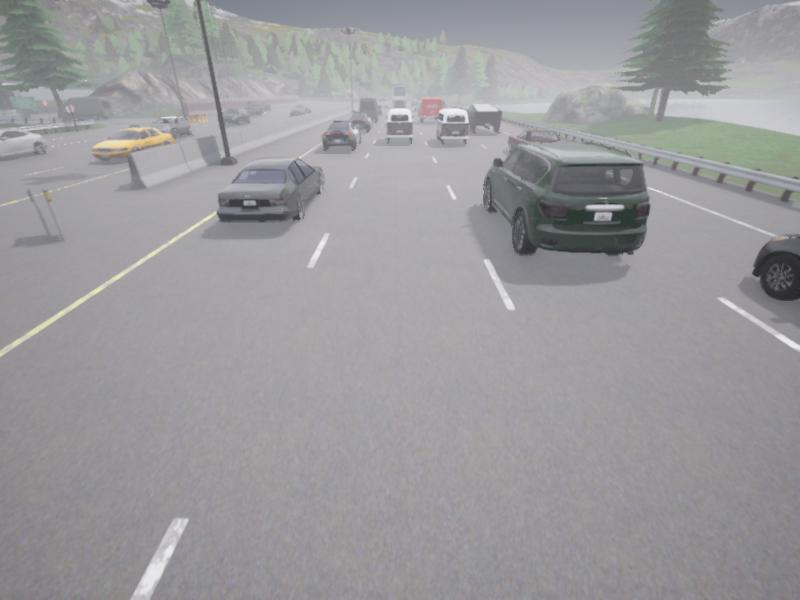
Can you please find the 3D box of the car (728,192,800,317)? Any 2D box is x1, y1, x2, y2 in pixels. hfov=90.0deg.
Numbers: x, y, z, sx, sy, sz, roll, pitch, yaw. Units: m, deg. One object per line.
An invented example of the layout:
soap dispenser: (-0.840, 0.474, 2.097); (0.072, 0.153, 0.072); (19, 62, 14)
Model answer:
car: (6.994, -0.067, 4.952); (2.007, 1.525, 4.514); (0, 27, 0)

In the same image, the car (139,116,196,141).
car: (-17.524, -13.108, 30.417); (1.970, 1.475, 3.806); (0, 27, 0)

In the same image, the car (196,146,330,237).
car: (-3.509, -3.375, 11.590); (2.033, 1.411, 5.357); (0, 27, 0)

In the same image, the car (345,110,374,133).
car: (-3.530, -15.939, 35.648); (2.038, 1.542, 4.974); (0, 27, 0)

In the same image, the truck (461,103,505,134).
truck: (6.971, -15.654, 34.358); (2.390, 2.098, 6.274); (0, 27, 0)

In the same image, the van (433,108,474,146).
van: (3.476, -11.697, 26.840); (2.069, 2.038, 4.480); (0, 27, 0)

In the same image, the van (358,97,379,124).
van: (-3.508, -21.776, 45.800); (1.988, 2.561, 5.915); (0, 28, 0)

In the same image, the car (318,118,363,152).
car: (-3.522, -10.274, 24.727); (2.038, 1.542, 4.974); (0, 27, 0)

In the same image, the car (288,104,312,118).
car: (-14.040, -26.732, 56.483); (2.152, 1.651, 5.027); (0, 27, 0)

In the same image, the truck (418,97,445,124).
truck: (3.460, -21.530, 45.332); (2.627, 2.467, 5.204); (0, 28, 0)

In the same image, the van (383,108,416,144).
van: (-0.017, -12.098, 27.648); (2.069, 2.038, 4.480); (0, 27, 0)

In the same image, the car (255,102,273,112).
car: (-24.558, -34.886, 72.357); (1.789, 1.549, 3.705); (0, 27, 0)

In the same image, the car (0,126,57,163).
car: (-21.023, -8.207, 21.053); (1.812, 1.442, 4.674); (0, 28, 0)

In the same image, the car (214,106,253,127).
car: (-17.534, -19.481, 42.349); (2.097, 1.767, 4.553); (0, 27, 0)

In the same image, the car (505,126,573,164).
car: (6.983, -8.117, 20.710); (1.895, 1.301, 4.718); (0, 27, 0)

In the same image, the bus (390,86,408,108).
bus: (-0.204, -47.369, 93.199); (3.944, 4.253, 10.273); (0, 27, 0)

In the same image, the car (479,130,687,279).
car: (3.491, -2.594, 9.299); (2.150, 2.045, 5.566); (0, 28, 0)

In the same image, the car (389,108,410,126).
car: (-0.035, -19.434, 42.366); (2.128, 1.511, 4.902); (0, 28, 0)

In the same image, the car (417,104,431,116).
car: (3.451, -27.512, 57.923); (1.816, 1.474, 4.193); (0, 28, 0)

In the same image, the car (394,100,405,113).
car: (-0.055, -33.222, 68.535); (1.905, 1.878, 3.866); (0, 27, 0)

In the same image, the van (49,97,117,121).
van: (-38.367, -23.203, 48.538); (5.915, 2.561, 1.988); (0, 27, 0)

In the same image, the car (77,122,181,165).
car: (-14.019, -8.412, 21.215); (1.801, 1.575, 5.366); (0, 28, 0)

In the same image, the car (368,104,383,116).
car: (-3.548, -28.004, 58.897); (2.007, 1.525, 4.514); (0, 27, 0)

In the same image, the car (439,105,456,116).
car: (6.953, -27.810, 58.650); (1.895, 1.301, 4.718); (0, 27, 0)

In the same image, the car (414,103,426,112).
car: (3.444, -33.851, 70.318); (1.895, 1.301, 4.718); (0, 27, 0)

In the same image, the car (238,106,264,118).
car: (-21.045, -26.689, 56.811); (1.895, 1.301, 4.718); (0, 27, 0)

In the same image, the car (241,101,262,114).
car: (-24.555, -31.825, 66.132); (1.905, 1.878, 3.866); (0, 27, 0)
